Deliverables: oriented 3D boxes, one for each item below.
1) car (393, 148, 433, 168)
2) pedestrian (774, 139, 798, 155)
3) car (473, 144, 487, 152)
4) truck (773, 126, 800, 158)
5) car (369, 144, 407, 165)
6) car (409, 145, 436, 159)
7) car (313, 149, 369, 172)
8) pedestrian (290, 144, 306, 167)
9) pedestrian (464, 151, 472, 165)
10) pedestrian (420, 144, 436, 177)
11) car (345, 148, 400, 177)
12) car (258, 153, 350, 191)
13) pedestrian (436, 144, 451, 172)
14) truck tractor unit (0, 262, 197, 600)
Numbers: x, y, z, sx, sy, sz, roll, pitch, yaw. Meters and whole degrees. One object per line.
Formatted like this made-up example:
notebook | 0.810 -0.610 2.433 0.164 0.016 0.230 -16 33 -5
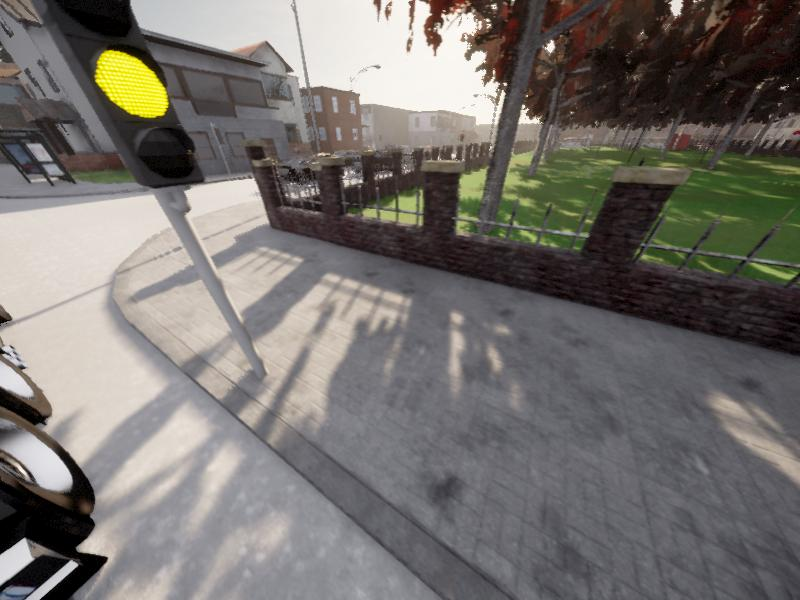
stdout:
car | 1.434 -14.765 23.888 2.128 1.511 4.902 16 38 23
pedestrian | 54.464 -21.538 32.621 0.751 1.860 0.751 18 39 25
car | 19.522 -37.190 56.396 1.812 1.442 4.674 18 39 25
truck | 60.861 -22.962 33.495 2.891 3.827 8.468 18 39 24
car | -1.232 -16.762 26.459 1.932 1.855 4.605 20 40 27
car | 3.339 -21.436 33.473 1.837 1.490 4.892 18 39 25
car | -5.243 -13.006 21.419 2.128 1.511 4.902 18 39 24
pedestrian | -9.727 -13.804 22.075 0.751 1.860 0.751 18 39 24
pedestrian | 7.010 -14.549 23.663 0.500 1.100 0.500 19 39 25
pedestrian | 1.910 -9.683 16.050 0.751 1.860 0.751 17 39 24
car | -2.069 -11.431 19.025 2.033 1.649 4.856 17 38 23
car | -5.623 -8.102 14.376 2.128 1.511 4.902 18 39 25
pedestrian | 3.357 -11.094 18.065 0.751 1.860 0.751 18 39 25
truck tractor unit | -5.112 -0.298 0.787 6.516 4.208 3.053 18 39 24
